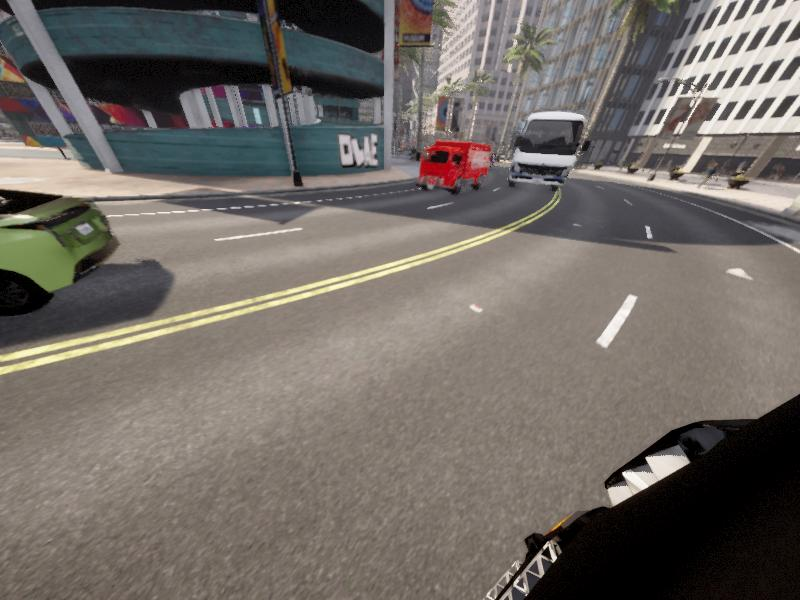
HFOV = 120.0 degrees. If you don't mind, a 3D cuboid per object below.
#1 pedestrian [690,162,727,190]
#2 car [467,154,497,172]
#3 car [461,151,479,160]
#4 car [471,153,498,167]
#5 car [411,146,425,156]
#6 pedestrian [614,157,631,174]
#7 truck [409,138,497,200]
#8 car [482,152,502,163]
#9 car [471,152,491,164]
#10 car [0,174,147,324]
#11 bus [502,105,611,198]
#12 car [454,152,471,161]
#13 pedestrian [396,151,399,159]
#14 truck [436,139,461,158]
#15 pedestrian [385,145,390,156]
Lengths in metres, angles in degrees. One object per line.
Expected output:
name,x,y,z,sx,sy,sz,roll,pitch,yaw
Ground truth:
pedestrian,24.672,-9.909,18.521,0.751,1.860,0.751,16,36,18
car,9.965,-17.003,28.580,2.128,1.511,4.902,4,34,1
car,16.440,-34.221,54.680,2.128,1.511,4.902,-4,35,-10
car,13.101,-21.920,36.119,2.007,1.525,4.514,-2,34,-7
car,4.563,-38.733,60.010,2.150,2.045,5.566,-4,34,-10
pedestrian,29.560,-17.872,30.736,0.751,1.860,0.751,18,37,21
truck,3.149,-7.645,13.286,2.627,2.467,5.204,24,39,28
car,18.244,-28.359,46.013,1.851,1.617,3.988,-3,34,-9
car,15.174,-26.778,43.481,1.789,1.549,3.705,-3,35,-9
car,-6.813,-0.531,2.794,4.514,1.525,2.007,-15,38,-25
bus,10.530,-10.998,17.238,3.944,4.253,10.273,15,36,17
car,13.721,-31.600,50.704,1.994,1.385,4.181,-4,35,-10
pedestrian,-0.401,-23.856,38.034,0.500,1.100,0.500,-3,34,-9
truck,11.981,-38.357,58.407,2.891,3.827,8.468,-4,34,-10
pedestrian,-2.604,-31.234,48.157,0.751,1.860,0.751,-4,34,-10
